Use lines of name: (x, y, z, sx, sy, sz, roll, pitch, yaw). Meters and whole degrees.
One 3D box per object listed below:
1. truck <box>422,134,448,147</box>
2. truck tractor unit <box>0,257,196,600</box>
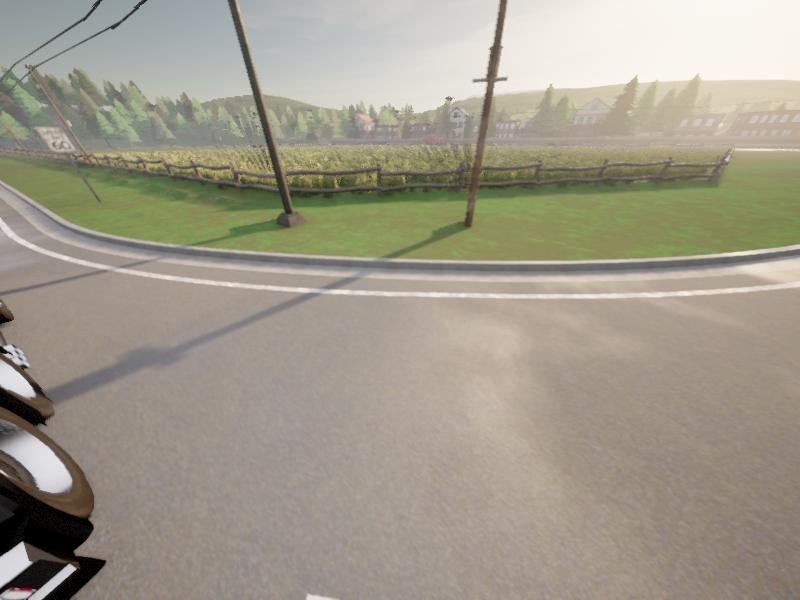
truck: (12.768, -58.538, 84.686, 8.468, 3.827, 2.891, 19, 39, 26)
truck tractor unit: (-5.101, -0.310, 0.797, 6.516, 4.208, 3.053, 19, 39, 25)
